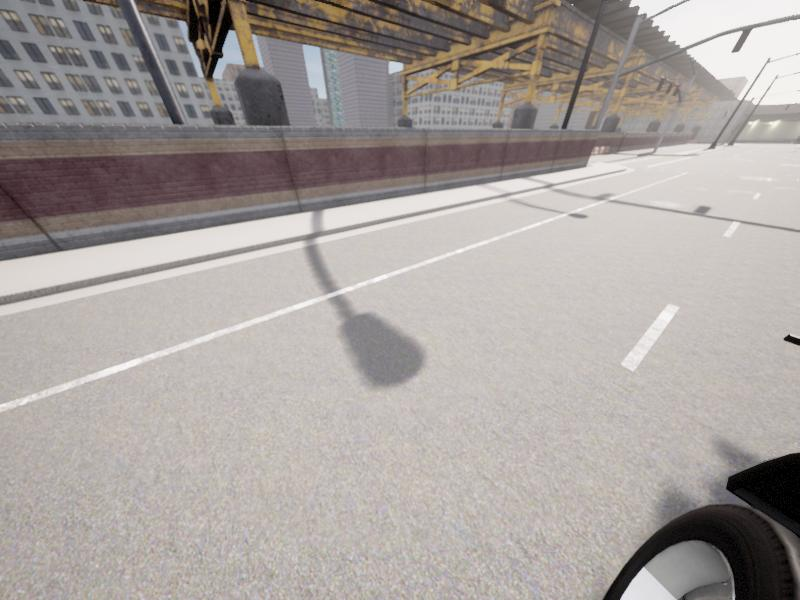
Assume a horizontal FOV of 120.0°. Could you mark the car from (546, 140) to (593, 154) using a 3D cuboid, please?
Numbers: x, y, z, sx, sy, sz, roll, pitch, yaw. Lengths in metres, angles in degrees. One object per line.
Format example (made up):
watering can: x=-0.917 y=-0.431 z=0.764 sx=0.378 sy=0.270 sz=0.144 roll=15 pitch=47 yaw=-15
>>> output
car: x=24.032 y=-21.763 z=32.890 sx=4.974 sy=1.542 sz=2.038 roll=-4 pitch=35 yaw=-5

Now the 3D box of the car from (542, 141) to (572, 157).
car: x=20.100 y=-19.577 z=29.860 sx=2.038 sy=1.542 sz=4.974 roll=11 pitch=37 yaw=15

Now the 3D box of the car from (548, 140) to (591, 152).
car: x=23.980 y=-21.888 z=32.794 sx=4.536 sy=1.218 sz=1.853 roll=-4 pitch=35 yaw=-5

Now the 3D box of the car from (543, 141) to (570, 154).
car: x=20.115 y=-19.734 z=29.809 sx=1.853 sy=1.218 sz=4.536 roll=11 pitch=37 yaw=15
